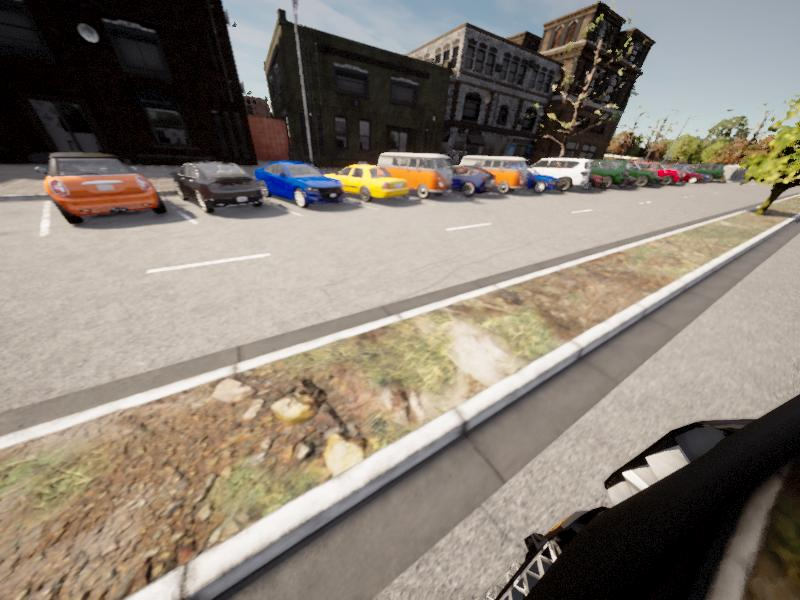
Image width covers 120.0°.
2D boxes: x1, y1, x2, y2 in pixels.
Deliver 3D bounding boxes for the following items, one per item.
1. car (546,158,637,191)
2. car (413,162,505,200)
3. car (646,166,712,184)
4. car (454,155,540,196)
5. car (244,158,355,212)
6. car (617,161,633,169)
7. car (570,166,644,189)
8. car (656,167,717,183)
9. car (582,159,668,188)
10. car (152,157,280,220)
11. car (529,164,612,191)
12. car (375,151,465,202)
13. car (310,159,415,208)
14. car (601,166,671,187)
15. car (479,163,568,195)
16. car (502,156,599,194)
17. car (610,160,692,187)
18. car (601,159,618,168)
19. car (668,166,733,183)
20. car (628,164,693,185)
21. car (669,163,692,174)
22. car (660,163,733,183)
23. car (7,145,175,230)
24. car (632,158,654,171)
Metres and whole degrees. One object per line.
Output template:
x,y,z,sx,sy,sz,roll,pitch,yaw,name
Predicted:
16.537,-11.144,20.265,5.566,2.045,2.435,27,40,33,car
3.378,-7.363,14.052,4.792,1.488,2.163,26,40,32,car
34.984,-15.876,29.285,5.008,1.535,2.097,27,40,33,car
6.136,-8.237,15.117,4.442,1.987,1.878,26,39,33,car
-4.486,-5.230,10.169,5.008,1.535,2.097,26,39,32,car
49.923,-29.962,51.260,2.002,1.452,4.674,28,40,32,car
19.206,-11.599,21.664,4.792,1.488,2.163,27,40,33,car
37.637,-16.550,30.575,4.674,1.452,2.002,27,40,33,car
21.845,-12.545,22.788,5.566,2.045,2.435,27,40,33,car
-7.099,-4.489,8.849,4.892,1.521,2.231,26,40,32,car
13.924,-10.218,19.120,5.008,1.535,2.097,27,40,33,car
0.871,-6.811,12.558,4.442,1.987,1.878,26,39,32,car
-2.002,-6.016,11.548,5.366,1.575,1.946,26,40,32,car
24.465,-13.016,24.210,4.792,1.488,2.163,27,40,33,car
8.666,-8.800,16.575,5.008,1.535,2.097,27,40,33,car
11.282,-9.727,17.722,5.566,2.045,2.435,26,40,33,car
27.108,-13.961,25.331,5.566,2.045,2.435,27,40,33,car
48.527,-31.475,53.384,2.231,1.521,4.892,28,40,33,car
42.794,-18.088,33.178,5.366,1.575,1.946,27,40,33,car
29.731,-14.555,26.658,4.553,1.767,2.185,27,40,33,car
66.935,-31.470,55.218,2.435,2.045,5.566,28,39,32,car
40.266,-17.515,31.691,5.566,2.045,2.435,27,40,33,car
-9.705,-3.854,7.457,4.553,1.767,2.185,26,40,31,car
51.320,-28.711,48.931,2.435,2.045,5.566,28,40,32,car
